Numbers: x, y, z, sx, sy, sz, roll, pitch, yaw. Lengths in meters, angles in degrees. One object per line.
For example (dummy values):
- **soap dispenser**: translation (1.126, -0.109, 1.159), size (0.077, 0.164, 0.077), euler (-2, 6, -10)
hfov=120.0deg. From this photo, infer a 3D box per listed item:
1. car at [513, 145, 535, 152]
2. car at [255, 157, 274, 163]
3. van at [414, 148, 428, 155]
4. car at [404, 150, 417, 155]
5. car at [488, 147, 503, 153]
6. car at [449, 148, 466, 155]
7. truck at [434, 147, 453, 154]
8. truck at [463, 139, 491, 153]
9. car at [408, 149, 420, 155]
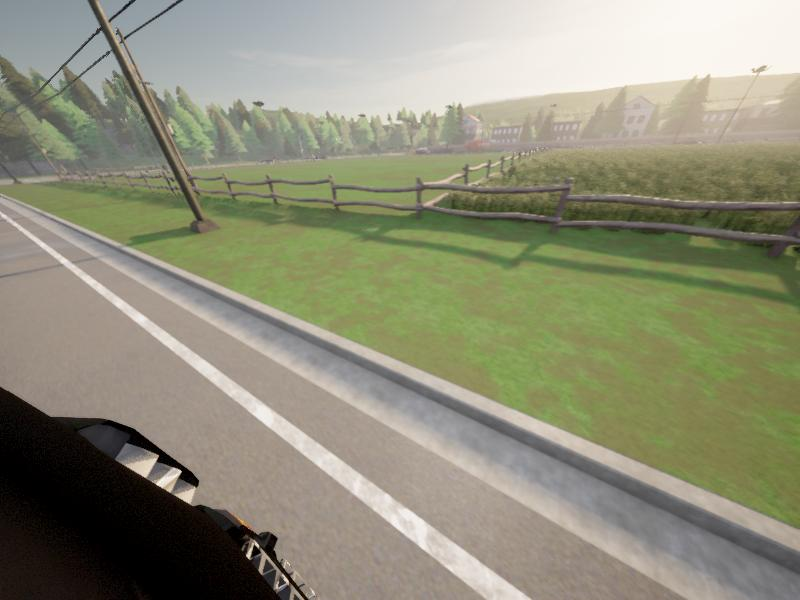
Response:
- **car**: translation (36.438, -44.396, 67.806), size (5.238, 1.638, 1.930), euler (16, 38, 26)
- **car**: translation (-42.496, -43.938, 72.506), size (1.837, 1.490, 4.892), euler (16, 38, 26)
- **van**: translation (7.550, -52.950, 82.427), size (4.480, 2.038, 2.069), euler (16, 38, 26)
- **car**: translation (4.061, -58.205, 91.132), size (5.008, 1.535, 1.882), euler (16, 38, 26)
- **car**: translation (30.656, -48.234, 74.189), size (4.193, 1.474, 1.816), euler (16, 38, 26)
- **car**: translation (18.364, -47.380, 73.661), size (4.611, 1.667, 2.242), euler (16, 38, 26)
- **truck**: translation (15.366, -52.932, 81.813), size (6.274, 2.098, 2.390), euler (16, 38, 26)
- **truck**: translation (26.289, -52.698, 79.150), size (8.468, 3.827, 2.891), euler (16, 38, 26)
- **car**: translation (5.652, -60.106, 93.616), size (4.605, 1.855, 1.932), euler (16, 38, 26)
